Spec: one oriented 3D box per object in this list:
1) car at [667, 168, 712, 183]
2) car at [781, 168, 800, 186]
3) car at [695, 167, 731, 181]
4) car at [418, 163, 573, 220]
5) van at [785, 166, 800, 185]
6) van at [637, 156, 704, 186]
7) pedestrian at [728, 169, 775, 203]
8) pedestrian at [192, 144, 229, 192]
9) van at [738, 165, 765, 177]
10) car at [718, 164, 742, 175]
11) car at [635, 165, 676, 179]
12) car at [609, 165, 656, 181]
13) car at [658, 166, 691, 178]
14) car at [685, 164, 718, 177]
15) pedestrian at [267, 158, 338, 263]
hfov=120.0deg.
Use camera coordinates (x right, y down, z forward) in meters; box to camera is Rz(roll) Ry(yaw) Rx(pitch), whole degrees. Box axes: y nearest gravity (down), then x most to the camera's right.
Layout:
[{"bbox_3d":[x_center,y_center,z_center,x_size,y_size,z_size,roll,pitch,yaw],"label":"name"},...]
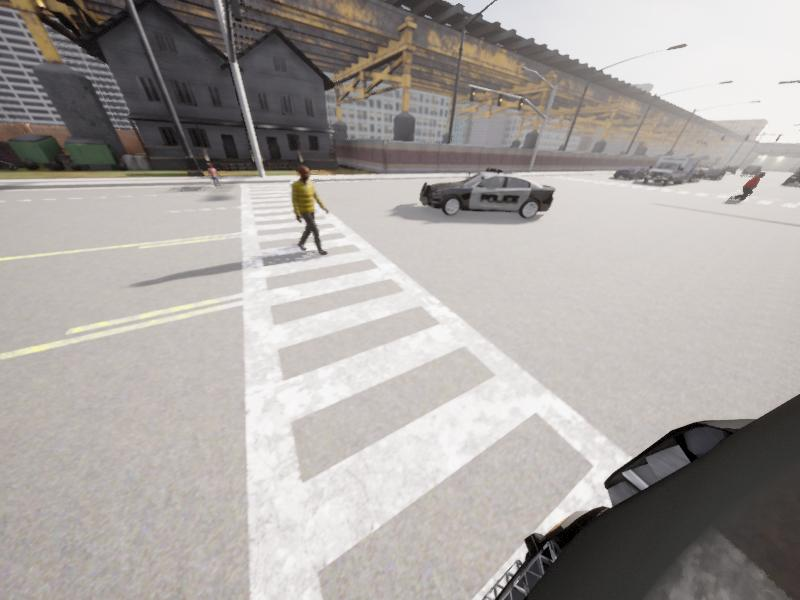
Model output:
[{"bbox_3d":[35.059,-15.104,27.952,5.357,1.411,2.033,-16,38,-26],"label":"car"},{"bbox_3d":[51.786,-15.746,29.706,4.605,1.855,1.932,-16,38,-27],"label":"car"},{"bbox_3d":[44.504,-17.944,32.822,4.892,1.490,1.837,-17,38,-26],"label":"car"},{"bbox_3d":[3.477,-4.418,9.342,5.238,1.638,1.930,1,34,-2],"label":"car"},{"bbox_3d":[58.640,-17.997,33.103,6.366,2.431,2.351,-16,38,-26],"label":"van"},{"bbox_3d":[28.257,-13.514,24.128,6.366,2.431,2.351,-16,38,-26],"label":"van"},{"bbox_3d":[22.789,-7.407,15.015,0.751,1.860,0.751,-13,37,-23],"label":"pedestrian"},{"bbox_3d":[-8.816,-6.147,10.794,0.751,1.860,0.751,-21,41,-32],"label":"pedestrian"},{"bbox_3d":[69.185,-25.453,45.483,4.442,1.987,1.775,-17,38,-26],"label":"van"},{"bbox_3d":[71.622,-28.392,50.167,3.866,1.878,1.905,-17,38,-26],"label":"car"},{"bbox_3d":[34.219,-17.113,30.910,5.357,1.411,2.033,-17,38,-26],"label":"car"},{"bbox_3d":[27.736,-15.192,27.546,5.357,1.411,2.033,-16,38,-26],"label":"car"},{"bbox_3d":[40.823,-19.062,34.348,4.181,1.385,1.994,-17,38,-27],"label":"car"},{"bbox_3d":[52.804,-22.729,40.468,4.611,1.667,2.242,-17,38,-26],"label":"car"},{"bbox_3d":[-1.957,-1.862,4.858,0.751,1.860,0.751,18,36,21],"label":"pedestrian"}]
